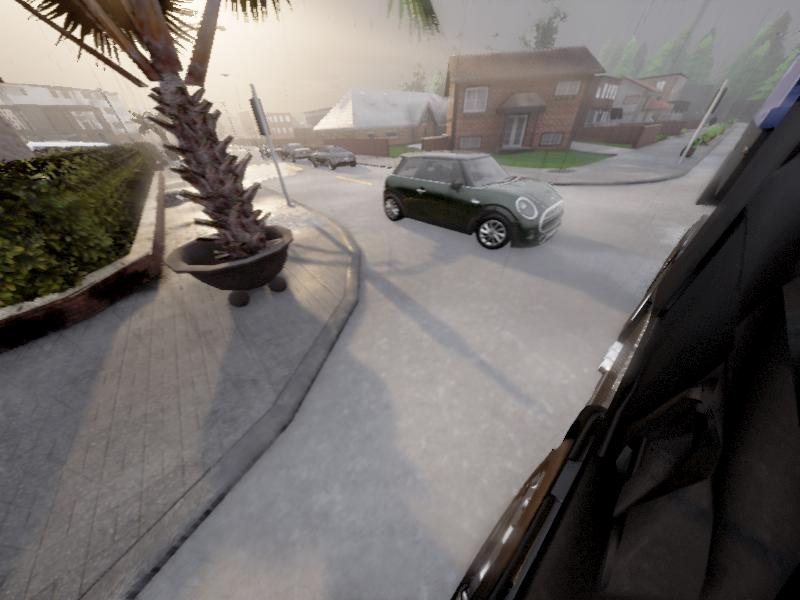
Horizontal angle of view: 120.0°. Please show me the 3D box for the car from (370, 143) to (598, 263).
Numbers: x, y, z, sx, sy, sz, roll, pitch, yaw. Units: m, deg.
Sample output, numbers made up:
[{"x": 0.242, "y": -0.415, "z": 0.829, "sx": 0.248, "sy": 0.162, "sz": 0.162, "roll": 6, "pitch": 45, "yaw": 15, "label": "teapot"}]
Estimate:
[{"x": 1.596, "y": -2.808, "z": 5.835, "sx": 2.097, "sy": 1.767, "sz": 4.553, "roll": -32, "pitch": 46, "yaw": -33, "label": "car"}]

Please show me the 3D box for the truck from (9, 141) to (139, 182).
[{"x": -21.530, "y": -9.547, "z": 15.737, "sx": 4.478, "sy": 2.038, "sz": 2.069, "roll": -26, "pitch": 42, "yaw": -32, "label": "truck"}]

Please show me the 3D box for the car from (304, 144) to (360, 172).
[{"x": -5.065, "y": -10.591, "z": 17.078, "sx": 1.994, "sy": 1.385, "sz": 4.181, "roll": -30, "pitch": 45, "yaw": -32, "label": "car"}]

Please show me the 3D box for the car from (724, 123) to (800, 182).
[{"x": 16.319, "y": -6.535, "z": 9.998, "sx": 5.238, "sy": 1.638, "sz": 1.930, "roll": -28, "pitch": 44, "yaw": -30, "label": "car"}]

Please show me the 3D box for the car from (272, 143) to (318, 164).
[{"x": -10.120, "y": -14.078, "z": 22.071, "sx": 2.033, "sy": 1.411, "sz": 5.357, "roll": -28, "pitch": 44, "yaw": -30, "label": "car"}]

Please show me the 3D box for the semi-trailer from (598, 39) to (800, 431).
[{"x": 8.692, "y": -3.606, "z": 4.240, "sx": 14.254, "sy": 4.402, "sz": 2.717, "roll": -28, "pitch": 44, "yaw": -30, "label": "semi-trailer"}]

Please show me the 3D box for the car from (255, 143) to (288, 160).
[{"x": -14.744, "y": -17.031, "z": 26.422, "sx": 1.895, "sy": 1.301, "sz": 4.718, "roll": -27, "pitch": 43, "yaw": -29, "label": "car"}]

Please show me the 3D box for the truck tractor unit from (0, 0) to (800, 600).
[{"x": 2.645, "y": -0.295, "z": 0.351, "sx": 6.516, "sy": 4.208, "sz": 3.053, "roll": -28, "pitch": 44, "yaw": -30, "label": "truck tractor unit"}]
